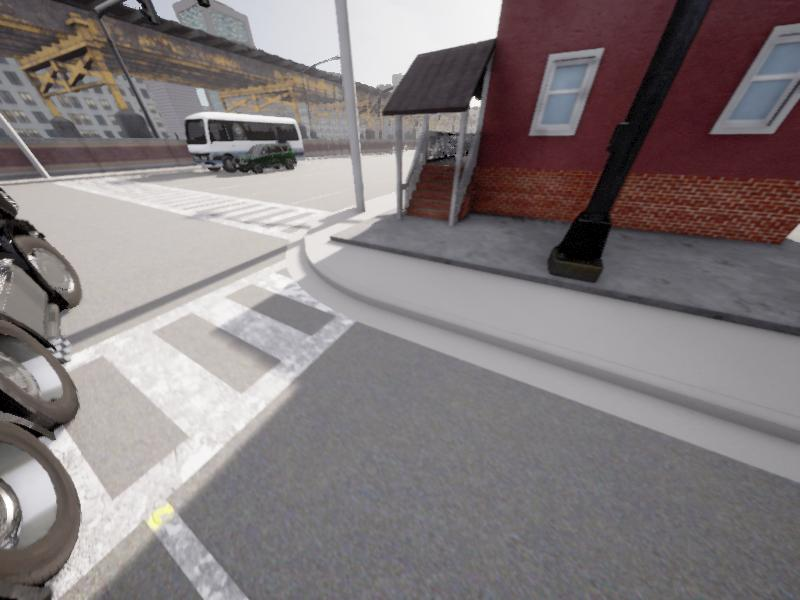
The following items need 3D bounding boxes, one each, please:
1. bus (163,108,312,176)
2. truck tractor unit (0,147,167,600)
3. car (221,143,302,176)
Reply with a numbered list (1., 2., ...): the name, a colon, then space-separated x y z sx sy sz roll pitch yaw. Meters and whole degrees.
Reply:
1. bus: -14.129 -14.935 21.977 3.944 4.253 10.273 16 38 23
2. truck tractor unit: -4.896 -0.472 1.032 6.516 4.208 3.053 26 42 32
3. car: -11.768 -12.457 20.308 2.150 2.045 5.566 16 39 23
